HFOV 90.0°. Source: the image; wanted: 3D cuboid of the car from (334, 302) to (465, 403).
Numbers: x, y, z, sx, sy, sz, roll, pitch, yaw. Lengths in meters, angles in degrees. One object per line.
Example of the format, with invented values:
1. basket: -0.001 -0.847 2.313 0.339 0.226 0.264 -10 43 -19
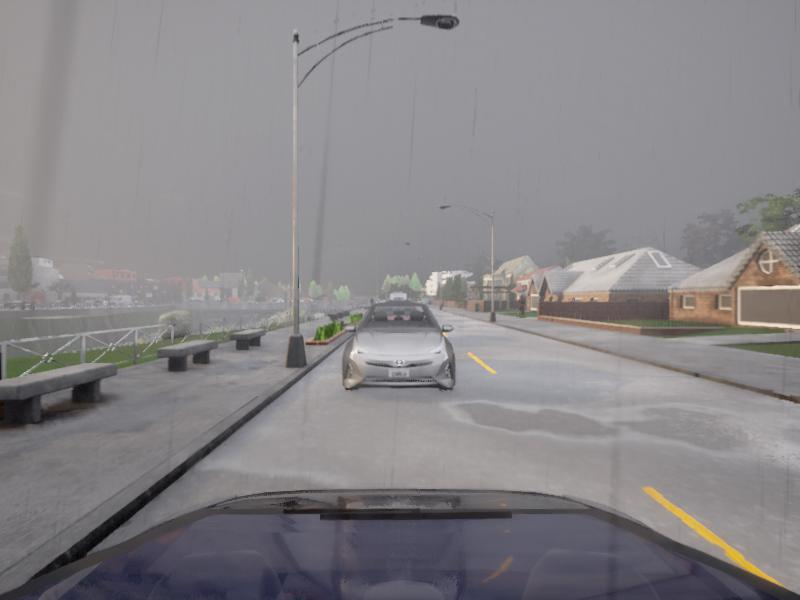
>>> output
1. car: -0.022 0.815 8.386 2.007 1.525 4.514 0 0 0

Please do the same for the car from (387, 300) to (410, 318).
1. car: -0.132 0.769 35.997 1.882 1.535 5.008 0 0 0

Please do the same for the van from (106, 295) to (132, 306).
1. van: -66.043 0.166 94.214 1.988 2.561 5.915 0 0 0

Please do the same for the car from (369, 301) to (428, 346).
1. car: -0.052 0.804 15.786 2.007 1.525 4.514 0 0 0

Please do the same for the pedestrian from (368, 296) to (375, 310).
1. pedestrian: -3.891 0.452 54.706 0.751 1.860 0.751 0 0 -35

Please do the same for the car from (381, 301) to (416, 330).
1. car: -0.079 0.819 23.121 1.816 1.474 4.193 0 0 0

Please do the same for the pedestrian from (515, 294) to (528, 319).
1. pedestrian: 9.155 0.487 30.105 0.751 1.860 0.751 0 0 3

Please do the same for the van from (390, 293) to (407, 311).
1. van: -0.213 0.294 56.483 2.351 2.431 6.366 0 0 0
